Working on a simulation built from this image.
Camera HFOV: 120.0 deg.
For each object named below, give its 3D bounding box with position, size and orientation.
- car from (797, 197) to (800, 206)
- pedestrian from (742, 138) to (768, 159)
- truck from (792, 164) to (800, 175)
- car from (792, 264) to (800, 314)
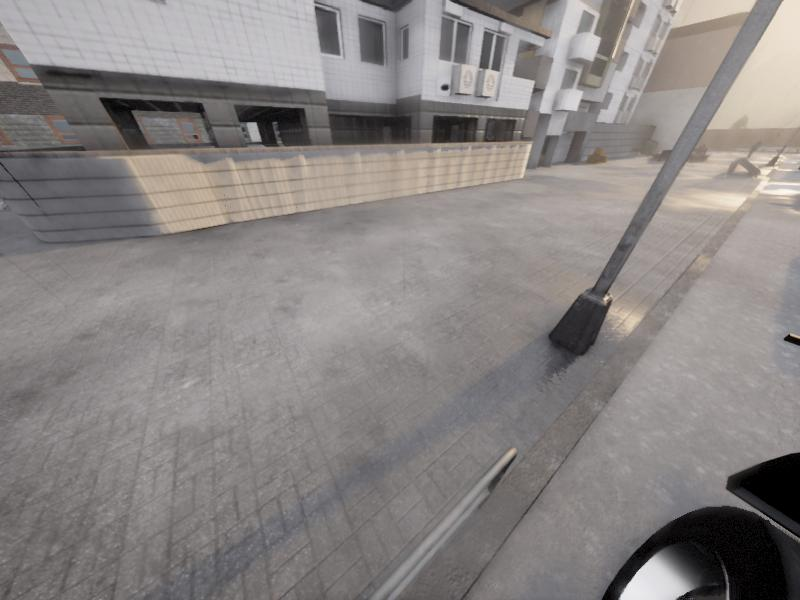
[{"bbox_3d":[17.827,-4.456,8.912,4.181,1.385,1.994,-21,40,-27],"label":"car"},{"bbox_3d":[39.437,-16.849,25.683,0.751,1.860,0.751,-25,42,-31],"label":"pedestrian"},{"bbox_3d":[30.395,-10.045,15.802,5.204,2.467,2.627,-21,40,-27],"label":"truck"},{"bbox_3d":[8.616,-0.667,3.667,4.718,1.301,1.895,-21,40,-27],"label":"car"}]
